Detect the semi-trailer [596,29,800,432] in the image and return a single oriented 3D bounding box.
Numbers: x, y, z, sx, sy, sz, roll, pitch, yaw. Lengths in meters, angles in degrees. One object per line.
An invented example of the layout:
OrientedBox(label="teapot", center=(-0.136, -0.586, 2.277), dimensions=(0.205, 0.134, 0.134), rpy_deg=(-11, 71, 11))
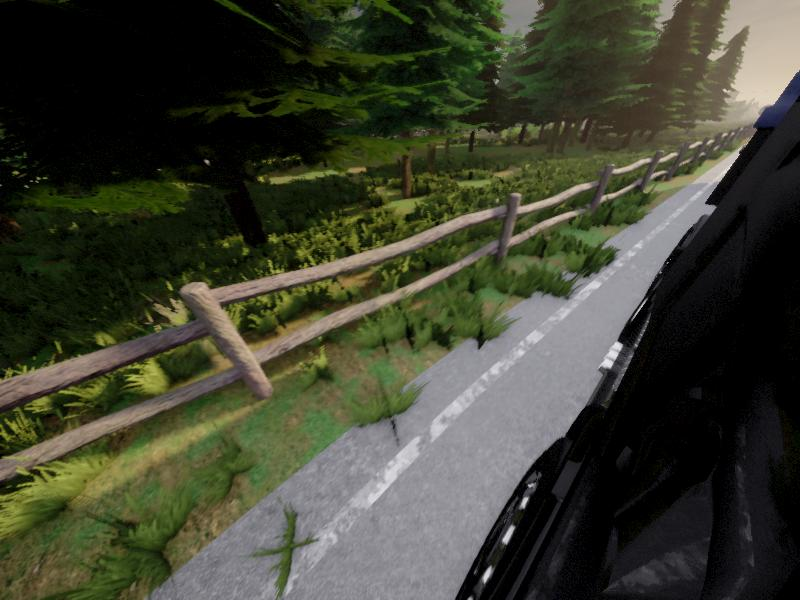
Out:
OrientedBox(label="semi-trailer", center=(8.797, -3.532, 4.135), dimensions=(14.254, 4.402, 2.717), rpy_deg=(-27, 43, -29))

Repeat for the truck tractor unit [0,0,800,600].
OrientedBox(label="truck tractor unit", center=(2.645, -0.295, 0.351), dimensions=(6.516, 4.208, 3.053), rpy_deg=(-28, 44, -30))

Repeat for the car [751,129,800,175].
OrientedBox(label="car", center=(17.950, -6.610, 10.226), dimensions=(4.181, 1.385, 1.994), rpy_deg=(-26, 43, -27))
